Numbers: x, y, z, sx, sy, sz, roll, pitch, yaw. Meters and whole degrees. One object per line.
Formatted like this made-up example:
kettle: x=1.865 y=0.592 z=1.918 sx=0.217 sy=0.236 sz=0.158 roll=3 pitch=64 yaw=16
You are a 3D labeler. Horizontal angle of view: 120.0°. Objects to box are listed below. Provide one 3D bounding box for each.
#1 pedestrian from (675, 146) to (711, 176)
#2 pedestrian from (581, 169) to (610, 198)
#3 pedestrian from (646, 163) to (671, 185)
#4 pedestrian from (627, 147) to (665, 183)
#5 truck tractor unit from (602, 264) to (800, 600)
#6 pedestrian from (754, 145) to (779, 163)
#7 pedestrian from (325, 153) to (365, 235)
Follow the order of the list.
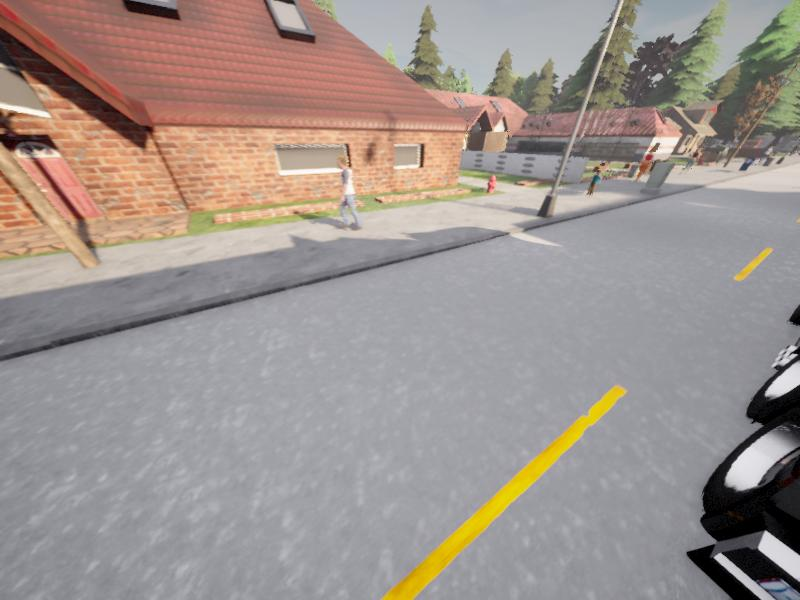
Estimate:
pedestrian: x=22.294 y=-10.601 z=17.601 sx=0.751 sy=1.860 sz=0.751 roll=-16 pitch=38 yaw=-22
pedestrian: x=8.903 y=-5.328 z=10.563 sx=0.500 sy=1.100 sz=0.500 roll=-19 pitch=39 yaw=-25
pedestrian: x=15.243 y=-7.429 z=13.641 sx=0.500 sy=1.100 sz=0.500 roll=-23 pitch=41 yaw=-30
pedestrian: x=15.271 y=-8.424 z=14.407 sx=0.751 sy=1.860 sz=0.751 roll=-21 pitch=40 yaw=-27
truck tractor unit: x=5.109 y=-0.302 z=0.787 sx=6.516 sy=4.208 sz=3.053 roll=-18 pitch=39 yaw=-24
pedestrian: x=44.786 y=-17.870 z=28.261 sx=0.751 sy=1.860 sz=0.751 roll=-28 pitch=44 yaw=-34
pedestrian: x=-1.384 y=-2.771 z=6.124 sx=0.751 sy=1.860 sz=0.751 roll=-3 pitch=35 yaw=-5
